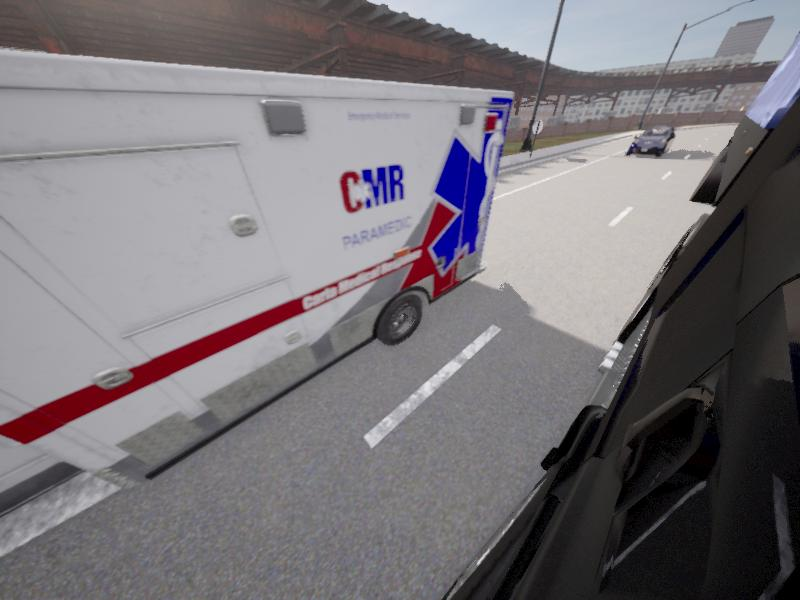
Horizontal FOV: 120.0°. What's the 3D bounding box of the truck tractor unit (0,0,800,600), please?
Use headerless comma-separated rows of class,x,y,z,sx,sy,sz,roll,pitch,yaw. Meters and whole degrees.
truck tractor unit,2.645,-0.295,0.351,6.516,4.208,3.053,-28,44,-30

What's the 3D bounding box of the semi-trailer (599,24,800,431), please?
semi-trailer,8.603,-3.690,4.288,14.254,4.402,2.717,-29,44,-30

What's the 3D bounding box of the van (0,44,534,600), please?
van,-1.740,-0.337,2.200,6.366,2.431,2.351,-29,44,-31

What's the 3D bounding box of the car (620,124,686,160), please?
car,15.546,-9.741,14.185,3.633,1.501,1.845,-30,45,-31
